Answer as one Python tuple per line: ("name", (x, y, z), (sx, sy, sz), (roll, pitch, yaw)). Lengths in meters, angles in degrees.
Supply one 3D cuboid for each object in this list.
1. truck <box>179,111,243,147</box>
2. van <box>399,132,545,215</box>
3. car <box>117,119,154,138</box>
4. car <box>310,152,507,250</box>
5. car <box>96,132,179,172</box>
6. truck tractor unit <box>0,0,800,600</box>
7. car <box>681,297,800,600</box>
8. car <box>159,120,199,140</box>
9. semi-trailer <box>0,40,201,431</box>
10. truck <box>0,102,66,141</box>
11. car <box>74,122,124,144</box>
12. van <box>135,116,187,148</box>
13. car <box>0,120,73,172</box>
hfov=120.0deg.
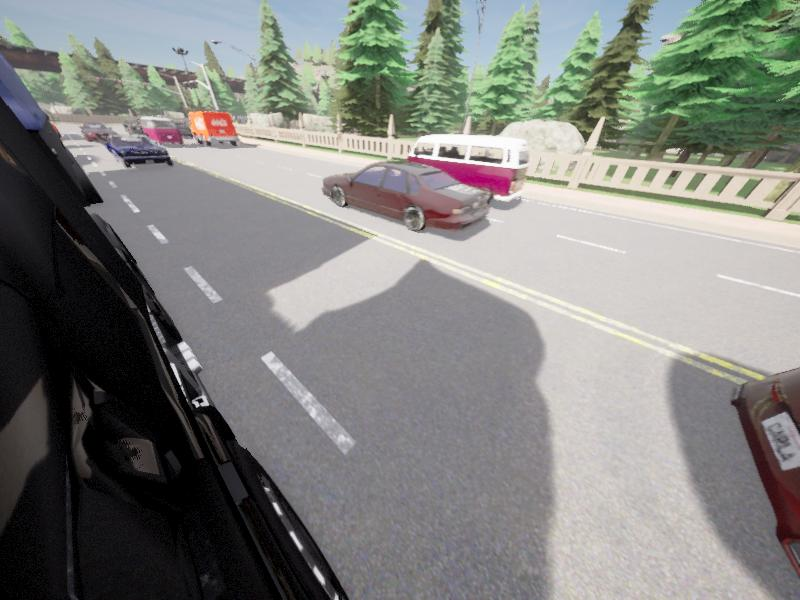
("truck", (-17.570, -15.884, 21.531), (5.204, 2.467, 2.627), (26, 43, 30))
("van", (2.376, -4.953, 8.698), (4.480, 2.038, 2.069), (28, 44, 30))
("car", (-30.030, -19.435, 26.235), (3.705, 1.549, 1.789), (28, 44, 30))
("car", (-0.076, -3.257, 6.821), (5.357, 1.411, 2.033), (28, 44, 30))
("car", (-13.792, -7.843, 12.101), (4.718, 1.301, 1.895), (28, 44, 30))
("truck tractor unit", (-2.645, -0.295, 0.351), (6.516, 4.208, 3.053), (28, 44, 30))
("car", (4.415, 1.818, 0.177), (5.027, 1.651, 2.152), (28, 44, 30))
("car", (-26.289, -20.202, 27.439), (4.856, 1.649, 2.033), (28, 44, 30))
("semi-trailer", (-8.680, -3.630, 4.226), (14.254, 4.402, 2.717), (28, 43, 30))
("truck", (-32.056, -15.396, 19.979), (5.204, 2.467, 2.627), (28, 44, 30))
("car", (-26.453, -14.684, 20.307), (4.181, 1.385, 1.994), (28, 44, 30))
("van", (-20.771, -14.631, 20.095), (4.442, 1.987, 1.775), (28, 44, 30))
("car", (-18.106, -7.556, 11.148), (5.238, 1.638, 1.930), (28, 44, 30))
